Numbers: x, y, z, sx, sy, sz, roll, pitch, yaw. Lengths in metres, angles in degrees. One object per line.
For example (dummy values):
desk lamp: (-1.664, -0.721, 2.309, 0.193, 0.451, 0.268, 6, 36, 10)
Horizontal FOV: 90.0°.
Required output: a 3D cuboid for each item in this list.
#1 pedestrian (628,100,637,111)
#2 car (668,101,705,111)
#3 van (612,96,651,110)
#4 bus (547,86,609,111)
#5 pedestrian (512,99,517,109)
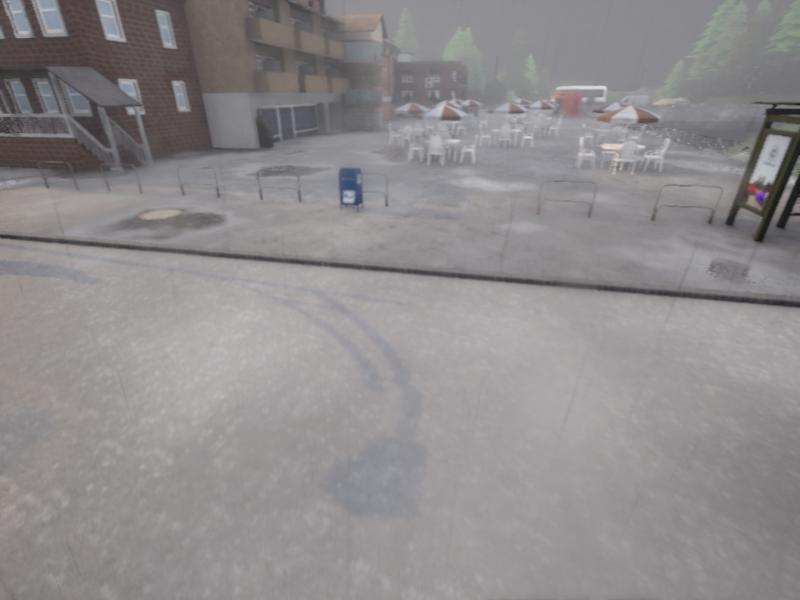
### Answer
pedestrian: (41.131, -34.461, 70.856, 0.751, 1.860, 0.751, 6, 28, 12)
car: (52.434, -35.559, 73.389, 4.856, 1.649, 2.033, 6, 28, 12)
van: (45.198, -38.584, 78.320, 5.915, 2.561, 1.988, 6, 28, 12)
bus: (35.316, -40.268, 79.859, 10.273, 4.253, 3.944, 6, 28, 12)
pedestrian: (24.477, -41.981, 85.642, 0.751, 1.860, 0.751, 3, 27, 7)
